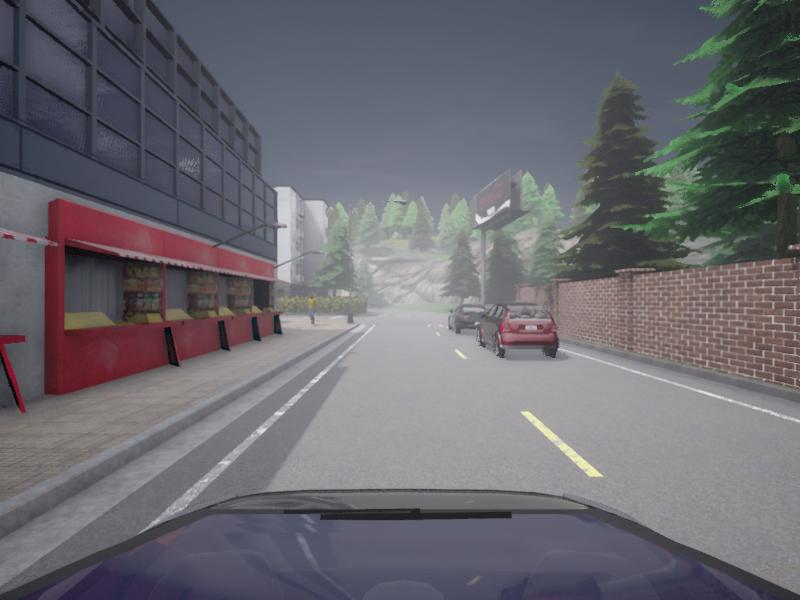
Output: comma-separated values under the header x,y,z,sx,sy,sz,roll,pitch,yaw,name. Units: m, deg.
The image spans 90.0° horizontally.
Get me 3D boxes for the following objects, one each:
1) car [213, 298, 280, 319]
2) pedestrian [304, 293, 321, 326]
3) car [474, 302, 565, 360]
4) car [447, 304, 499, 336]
x,y,z,sx,sy,sz,roll,pitch,yaw,name
-12.479,0.665,32.805,4.611,1.667,2.242,0,0,-1,car
-4.943,0.528,22.684,0.751,1.860,0.751,0,0,6,pedestrian
3.563,0.850,12.614,1.789,1.549,3.705,0,0,0,car
3.589,0.925,20.547,1.812,1.442,4.674,0,0,0,car
